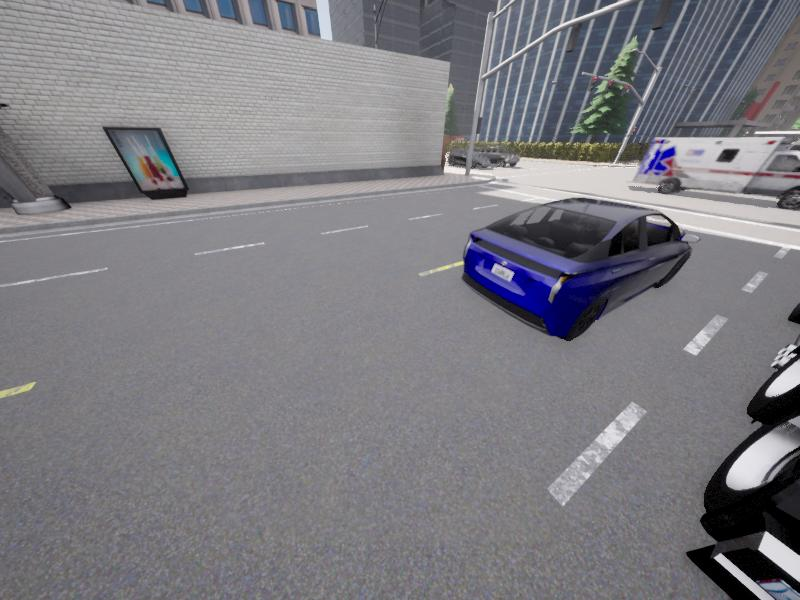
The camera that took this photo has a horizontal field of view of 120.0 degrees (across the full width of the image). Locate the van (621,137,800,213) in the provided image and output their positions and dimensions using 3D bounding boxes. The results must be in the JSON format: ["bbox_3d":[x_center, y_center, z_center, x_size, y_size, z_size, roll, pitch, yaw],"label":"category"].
[{"bbox_3d":[15.296,-6.111,10.801,2.351,2.431,6.366,-18,39,-24],"label":"van"}]

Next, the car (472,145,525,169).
[{"bbox_3d":[10.092,-14.998,24.051,1.932,1.855,4.605,-18,39,-24],"label":"car"}]

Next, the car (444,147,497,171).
[{"bbox_3d":[6.837,-14.129,22.997,2.033,1.649,4.856,-18,40,-24],"label":"car"}]

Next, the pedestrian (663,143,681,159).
[{"bbox_3d":[37.848,-20.794,32.193,0.751,1.860,0.751,-18,39,-25],"label":"pedestrian"}]

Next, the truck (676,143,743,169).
[{"bbox_3d":[32.933,-15.447,24.581,6.274,2.098,2.390,-18,39,-24],"label":"truck"}]

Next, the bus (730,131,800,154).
[{"bbox_3d":[89.701,-38.065,55.678,3.944,4.253,10.273,-18,39,-24],"label":"bus"}]

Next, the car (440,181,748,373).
[{"bbox_3d":[3.184,-0.889,3.961,4.514,1.525,2.007,-18,39,-24],"label":"car"}]

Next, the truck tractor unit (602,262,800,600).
[{"bbox_3d":[5.106,-0.306,0.786,6.516,4.208,3.053,-18,39,-24],"label":"truck tractor unit"}]

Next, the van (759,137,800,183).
[{"bbox_3d":[30.061,-10.172,16.628,5.915,2.561,1.988,-12,38,-16],"label":"van"}]
